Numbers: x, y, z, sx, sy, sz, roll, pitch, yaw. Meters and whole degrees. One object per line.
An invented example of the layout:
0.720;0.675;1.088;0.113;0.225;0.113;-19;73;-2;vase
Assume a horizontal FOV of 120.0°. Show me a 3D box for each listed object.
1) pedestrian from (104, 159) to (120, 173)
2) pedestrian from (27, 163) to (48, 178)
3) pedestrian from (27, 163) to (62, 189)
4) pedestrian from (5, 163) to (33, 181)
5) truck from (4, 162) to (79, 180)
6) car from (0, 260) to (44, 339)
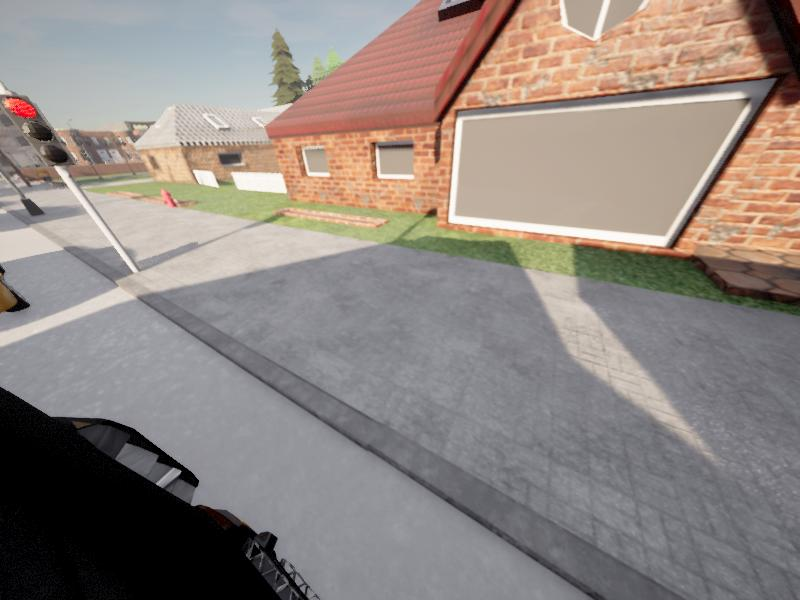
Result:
-46.636;-21.694;37.389;0.751;1.860;0.751;14;37;23;pedestrian
-50.581;-18.079;32.248;0.751;1.860;0.751;19;39;29;pedestrian
-29.895;-10.398;19.433;0.751;1.860;0.751;19;39;28;pedestrian
-48.032;-16.123;29.148;0.751;1.860;0.751;-16;36;-19;pedestrian
-58.695;-21.364;38.091;2.390;2.098;6.274;16;38;26;truck
-8.311;-0.425;3.656;5.008;1.535;1.882;16;38;26;car
